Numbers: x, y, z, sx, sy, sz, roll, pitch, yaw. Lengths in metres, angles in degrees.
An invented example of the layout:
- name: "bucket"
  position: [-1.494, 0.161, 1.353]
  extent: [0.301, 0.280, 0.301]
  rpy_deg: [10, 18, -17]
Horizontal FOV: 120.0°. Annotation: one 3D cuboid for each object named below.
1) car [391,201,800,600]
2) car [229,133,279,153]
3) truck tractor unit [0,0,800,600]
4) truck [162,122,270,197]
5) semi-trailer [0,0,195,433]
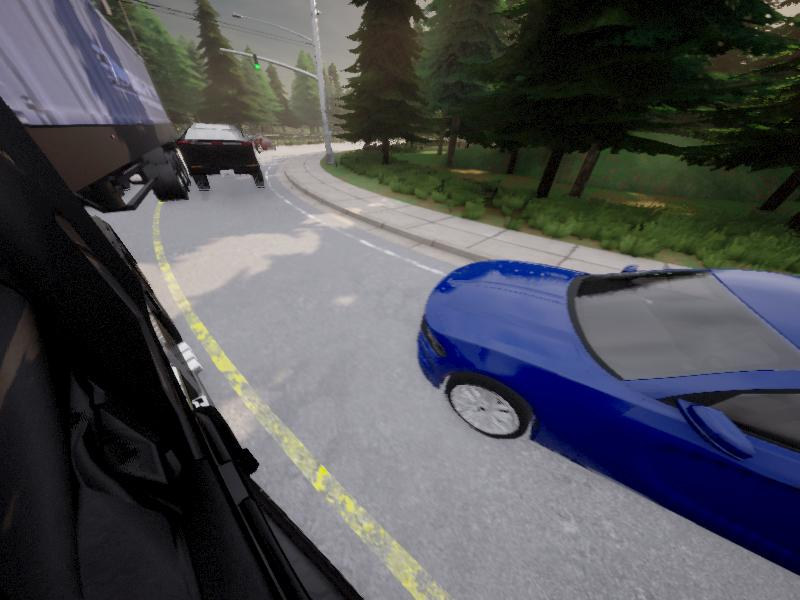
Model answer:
- name: "car"
  position: [2.575, 0.642, 1.734]
  extent: [5.008, 1.535, 1.882]
  rpy_deg: [20, 40, 22]
- name: "car"
  position: [-14.166, -15.489, 22.724]
  extent: [1.994, 1.385, 4.181]
  rpy_deg: [6, 36, 4]
- name: "truck tractor unit"
  position: [-2.645, -0.295, 0.352]
  extent: [6.516, 4.208, 3.053]
  rpy_deg: [28, 44, 30]
- name: "truck"
  position: [-7.759, -6.464, 10.224]
  extent: [2.390, 2.098, 6.274]
  rpy_deg: [-18, 41, -25]
- name: "semi-trailer"
  position: [-7.484, -4.202, 5.167]
  extent: [2.717, 4.402, 14.254]
  rpy_deg: [-21, 42, -28]
